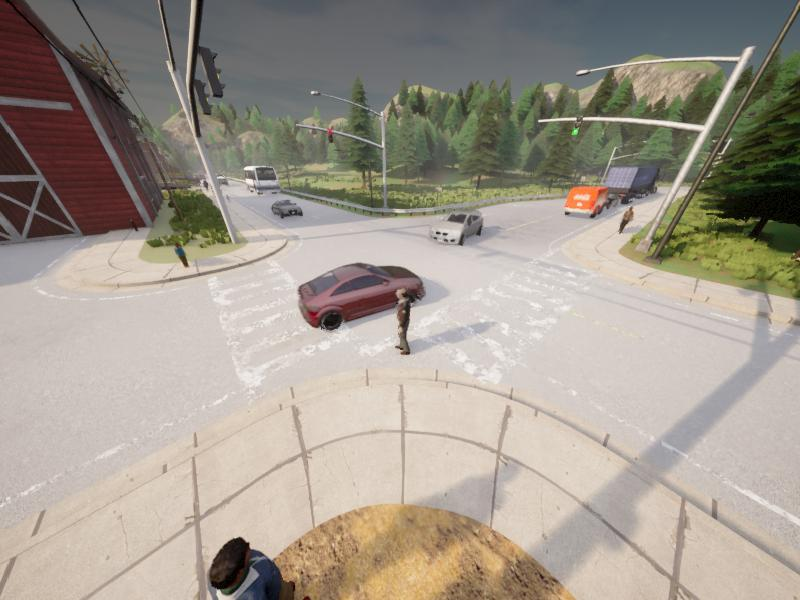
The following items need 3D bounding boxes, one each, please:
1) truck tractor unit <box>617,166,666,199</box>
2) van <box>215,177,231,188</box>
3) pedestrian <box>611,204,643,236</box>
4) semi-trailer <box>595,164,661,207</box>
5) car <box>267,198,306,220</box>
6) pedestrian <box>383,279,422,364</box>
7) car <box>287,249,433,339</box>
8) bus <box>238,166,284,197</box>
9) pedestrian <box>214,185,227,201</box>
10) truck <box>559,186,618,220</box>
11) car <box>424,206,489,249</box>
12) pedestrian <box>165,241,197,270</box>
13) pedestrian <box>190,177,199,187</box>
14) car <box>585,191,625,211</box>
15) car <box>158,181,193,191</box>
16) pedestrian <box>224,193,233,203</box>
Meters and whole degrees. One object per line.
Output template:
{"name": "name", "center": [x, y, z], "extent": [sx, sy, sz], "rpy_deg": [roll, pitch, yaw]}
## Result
{"name": "truck tractor unit", "center": [37.245, -18.219, 35.643], "extent": [6.516, 4.208, 3.053], "rpy_deg": [-22, 37, -33]}
{"name": "van", "center": [-41.869, -27.898, 54.631], "extent": [2.069, 2.038, 4.480], "rpy_deg": [-22, 37, -33]}
{"name": "pedestrian", "center": [14.866, -5.257, 15.186], "extent": [0.751, 1.860, 0.751], "rpy_deg": [-20, 35, -30]}
{"name": "semi-trailer", "center": [31.129, -15.799, 31.242], "extent": [14.254, 4.402, 2.717], "rpy_deg": [-22, 37, -34]}
{"name": "car", "center": [-11.084, -8.948, 22.479], "extent": [1.994, 1.385, 4.181], "rpy_deg": [-22, 37, -33]}
{"name": "pedestrian", "center": [0.079, 0.522, 5.501], "extent": [0.751, 1.860, 0.751], "rpy_deg": [5, 30, 9]}
{"name": "car", "center": [-1.218, -0.454, 7.725], "extent": [4.181, 1.385, 1.994], "rpy_deg": [-16, 33, -26]}
{"name": "bus", "center": [-24.512, -20.990, 40.454], "extent": [3.944, 4.253, 10.273], "rpy_deg": [-22, 37, -33]}
{"name": "pedestrian", "center": [-23.758, -14.122, 30.594], "extent": [0.751, 1.860, 0.751], "rpy_deg": [-16, 34, -26]}
{"name": "truck", "center": [18.200, -9.543, 22.327], "extent": [5.204, 2.467, 2.627], "rpy_deg": [-22, 37, -35]}
{"name": "car", "center": [3.807, -4.927, 15.181], "extent": [2.242, 1.667, 4.611], "rpy_deg": [21, 36, 32]}
{"name": "pedestrian", "center": [-9.681, -1.971, 10.255], "extent": [0.500, 1.100, 0.500], "rpy_deg": [9, 31, 15]}
{"name": "pedestrian", "center": [-47.642, -27.338, 53.485], "extent": [0.751, 1.860, 0.751], "rpy_deg": [-5, 30, -8]}
{"name": "car", "center": [23.813, -11.550, 26.809], "extent": [4.902, 1.511, 2.128], "rpy_deg": [-22, 37, -33]}
{"name": "car", "center": [-45.604, -23.178, 47.013], "extent": [4.792, 1.488, 2.163], "rpy_deg": [-23, 37, -35]}
{"name": "pedestrian", "center": [-21.503, -12.748, 28.975], "extent": [0.500, 1.100, 0.500], "rpy_deg": [-24, 38, -35]}
